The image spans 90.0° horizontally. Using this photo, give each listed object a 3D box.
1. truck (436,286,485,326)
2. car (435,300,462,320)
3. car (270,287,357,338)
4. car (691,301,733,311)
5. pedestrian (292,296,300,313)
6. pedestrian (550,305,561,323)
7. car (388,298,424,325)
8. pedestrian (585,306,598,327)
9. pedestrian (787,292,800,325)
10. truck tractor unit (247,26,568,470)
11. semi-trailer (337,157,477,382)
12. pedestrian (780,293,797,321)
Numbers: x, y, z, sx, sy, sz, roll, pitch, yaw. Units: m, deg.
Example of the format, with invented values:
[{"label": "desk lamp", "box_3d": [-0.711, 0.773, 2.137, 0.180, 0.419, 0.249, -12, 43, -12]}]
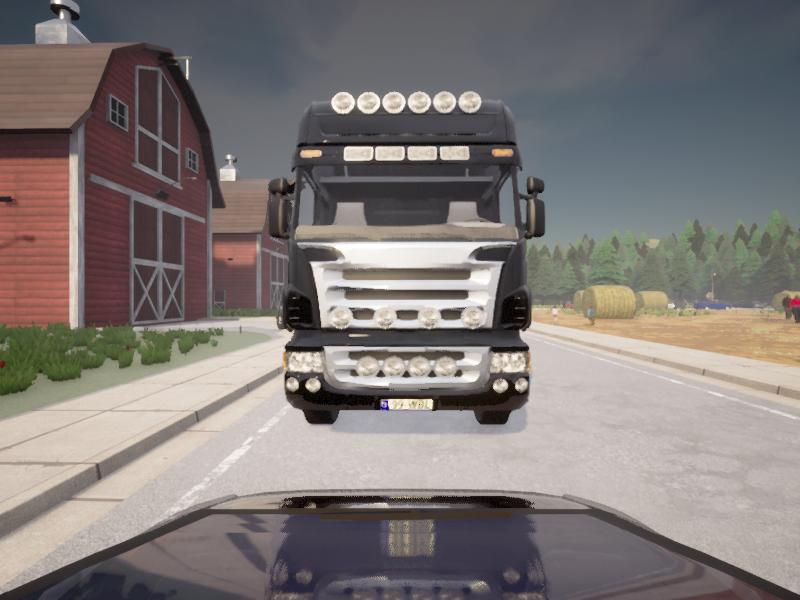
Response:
[{"label": "truck", "box_3d": [3.895, 0.355, 26.932, 2.627, 2.467, 5.204, 0, 0, 1]}, {"label": "car", "box_3d": [3.986, 0.815, 33.442, 1.789, 1.549, 3.705, 0, 0, 1]}, {"label": "car", "box_3d": [-3.902, 0.488, 17.613, 1.905, 1.878, 3.866, 8, -3, -41]}, {"label": "car", "box_3d": [48.400, 0.850, 62.036, 5.008, 1.535, 1.882, 0, 0, 2]}, {"label": "pedestrian", "box_3d": [-11.252, 0.514, 43.342, 0.751, 1.860, 0.751, 0, 0, -4]}, {"label": "pedestrian", "box_3d": [9.703, 0.865, 24.986, 0.500, 1.100, 0.500, 0, 0, 4]}, {"label": "car", "box_3d": [0.418, 0.737, 27.569, 2.242, 1.667, 4.611, 1, 0, 1]}, {"label": "pedestrian", "box_3d": [10.196, 0.865, 21.297, 0.500, 1.100, 0.500, 0, 0, 6]}, {"label": "pedestrian", "box_3d": [22.858, 0.482, 23.018, 0.751, 1.860, 0.751, 0, 0, 39]}, {"label": "truck tractor unit", "box_3d": [0.110, -0.497, 7.066, 3.053, 4.208, 6.516, 0, 0, 1]}, {"label": "semi-trailer", "box_3d": [0.241, -0.635, 14.982, 2.717, 4.402, 14.254, 0, 0, 1]}, {"label": "pedestrian", "box_3d": [26.120, 0.482, 26.899, 0.751, 1.860, 0.751, 0, 0, 38]}]
